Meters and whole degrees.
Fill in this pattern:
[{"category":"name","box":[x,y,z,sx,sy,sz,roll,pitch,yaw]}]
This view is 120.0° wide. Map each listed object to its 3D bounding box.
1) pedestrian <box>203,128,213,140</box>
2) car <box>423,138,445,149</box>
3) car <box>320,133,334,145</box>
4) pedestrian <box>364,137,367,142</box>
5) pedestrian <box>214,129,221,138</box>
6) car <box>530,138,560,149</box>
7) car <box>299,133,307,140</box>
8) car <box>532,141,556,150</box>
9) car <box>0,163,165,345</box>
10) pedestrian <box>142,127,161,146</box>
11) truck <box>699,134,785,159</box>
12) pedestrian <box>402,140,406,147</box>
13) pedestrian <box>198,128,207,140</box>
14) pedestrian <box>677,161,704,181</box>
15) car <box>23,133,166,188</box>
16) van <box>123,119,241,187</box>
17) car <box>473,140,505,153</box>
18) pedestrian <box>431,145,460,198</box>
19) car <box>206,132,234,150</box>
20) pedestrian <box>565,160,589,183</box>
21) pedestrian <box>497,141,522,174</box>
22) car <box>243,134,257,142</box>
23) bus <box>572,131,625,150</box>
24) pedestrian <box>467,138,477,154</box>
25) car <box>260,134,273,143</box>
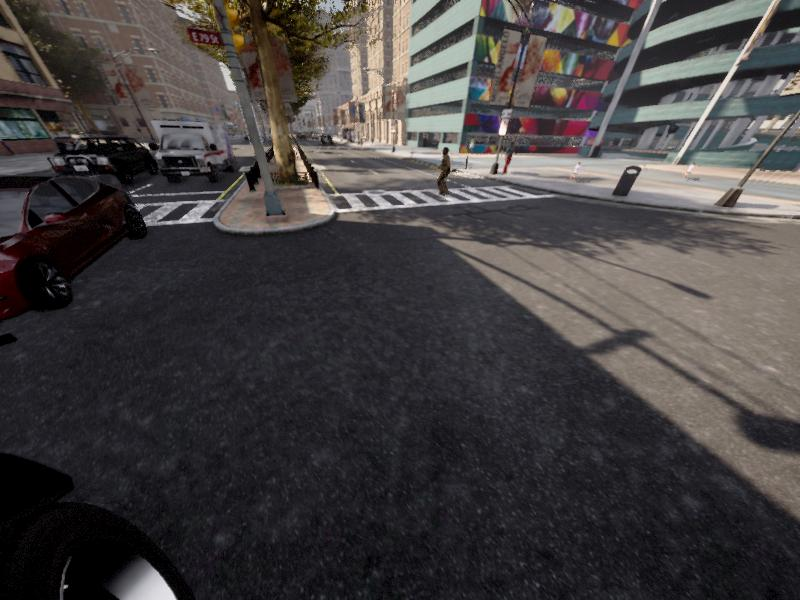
[{"category":"pedestrian","box":[-38.837,-33.549,46.751,0.751,1.860,0.751,-12,38,-19]},{"category":"car","box":[6.556,-31.034,45.735,2.161,1.482,4.786,-12,38,-18]},{"category":"car","box":[-14.961,-32.823,47.087,1.932,1.855,4.605,-12,38,-18]},{"category":"pedestrian","box":[-8.678,-40.429,58.275,0.500,1.100,0.500,-11,38,-17]},{"category":"pedestrian","box":[-45.811,-41.814,57.903,0.751,1.860,0.751,-14,39,-21]},{"category":"car","box":[34.479,-37.338,55.053,2.435,2.045,5.566,-12,38,-18]},{"category":"car","box":[-27.769,-46.686,66.063,1.837,1.490,4.892,-12,38,-18]},{"category":"car","box":[34.448,-37.052,55.326,2.007,1.523,4.514,-12,38,-18]},{"category":"car","box":[-6.556,-1.186,3.928,2.163,1.488,4.792,-14,39,-21]},{"category":"pedestrian","box":[-30.759,-20.208,28.609,0.751,1.860,0.751,-12,38,-18]},{"category":"truck","box":[68.600,-31.169,46.817,2.891,3.827,8.468,-9,37,-15]},{"category":"pedestrian","box":[0.772,-29.584,43.653,0.500,1.100,0.500,31,45,34]},{"category":"pedestrian","box":[-39.648,-33.324,46.403,0.751,1.860,0.751,-19,41,-26]},{"category":"pedestrian","box":[19.338,-8.610,15.391,0.500,1.100,0.500,-7,37,-12]},{"category":"car","box":[-13.949,-6.864,11.137,1.932,1.855,4.605,-12,38,-18]},{"category":"van","box":[-10.894,-8.081,12.488,2.351,2.431,6.366,-12,38,-18]},{"category":"car","box":[14.576,-25.443,38.269,2.128,1.511,4.902,-12,38,-18]},{"category":"pedestrian","box":[1.890,-5.447,9.844,0.751,1.860,0.751,-7,37,-12]},{"category":"car","box":[-23.064,-20.583,29.828,2.097,1.767,4.553,-17,40,-24]},{"category":"pedestrian","box":[10.205,-7.423,13.341,0.500,1.100,0.500,-4,36,-9]},{"category":"pedestrian","box":[7.301,-9.525,15.477,0.751,1.860,0.751,-5,36,-9]},{"category":"car","box":[-32.697,-35.480,50.475,1.895,1.301,4.718,-12,38,-18]},{"category":"bus","box":[56.019,-45.495,65.759,3.944,4.253,10.273,-12,38,-18]},{"category":"pedestrian","box":[9.878,-21.143,31.702,0.751,1.860,0.751,-23,43,-30]},{"category":"car","box":[-28.186,-34.290,48.904,1.812,1.442,4.674,-12,38,-18]}]
